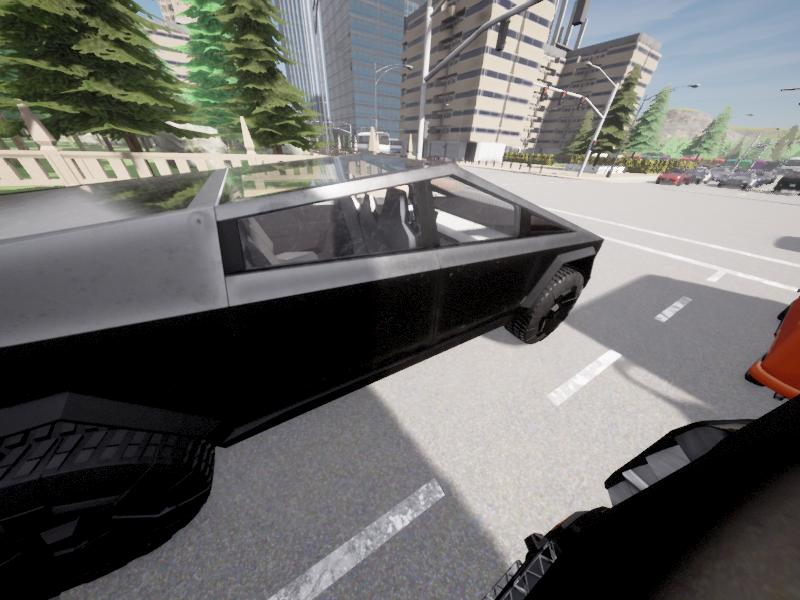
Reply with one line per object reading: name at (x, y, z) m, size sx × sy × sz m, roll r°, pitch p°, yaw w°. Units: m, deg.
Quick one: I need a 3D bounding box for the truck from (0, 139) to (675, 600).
truck at (-0.487, -0.311, 2.468) m, size 6.274 × 2.098 × 2.390 m, roll -16°, pitch 38°, yaw -26°

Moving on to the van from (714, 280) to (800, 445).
van at (5.895, 0.157, 2.347) m, size 4.442 × 1.987 × 1.775 m, roll -16°, pitch 38°, yaw -26°

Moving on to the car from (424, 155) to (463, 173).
car at (4.911, -15.967, 27.015) m, size 1.812 × 1.442 × 4.674 m, roll -16°, pitch 38°, yaw -26°

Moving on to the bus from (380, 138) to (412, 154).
bus at (-1.491, -53.524, 80.377) m, size 10.273 × 4.253 × 3.944 m, roll -16°, pitch 38°, yaw -26°

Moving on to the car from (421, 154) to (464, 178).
car at (3.991, -13.006, 22.345) m, size 1.851 × 1.617 × 3.988 m, roll -14°, pitch 37°, yaw -24°

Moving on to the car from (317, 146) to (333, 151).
car at (-23.578, -47.755, 72.768) m, size 4.718 × 1.301 × 1.895 m, roll 15°, pitch 35°, yaw 19°

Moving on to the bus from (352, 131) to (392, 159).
bus at (-5.882, -31.685, 47.306) m, size 3.944 × 4.253 × 10.273 m, roll -16°, pitch 38°, yaw -26°

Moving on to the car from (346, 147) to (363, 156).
car at (-10.946, -35.667, 55.392) m, size 2.128 × 1.511 × 4.902 m, roll -16°, pitch 38°, yaw -26°

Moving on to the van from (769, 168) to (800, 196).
van at (37.309, -11.084, 21.618) m, size 4.442 × 1.987 × 1.775 m, roll -16°, pitch 38°, yaw -25°

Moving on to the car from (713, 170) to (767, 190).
car at (35.670, -12.632, 24.236) m, size 4.974 × 1.542 × 2.038 m, roll -16°, pitch 38°, yaw -26°

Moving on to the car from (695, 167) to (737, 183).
car at (42.157, -16.760, 30.845) m, size 4.856 × 1.649 × 2.033 m, roll -16°, pitch 38°, yaw -26°

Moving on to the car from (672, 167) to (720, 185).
car at (34.843, -14.634, 27.184) m, size 4.974 × 1.542 × 2.038 m, roll -16°, pitch 38°, yaw -26°

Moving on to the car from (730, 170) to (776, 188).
car at (41.713, -14.354, 27.284) m, size 4.514 × 1.525 × 2.007 m, roll -16°, pitch 38°, yaw -26°

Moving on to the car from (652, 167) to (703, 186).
car at (29.416, -13.124, 24.508) m, size 4.514 × 1.525 × 2.007 m, roll -15°, pitch 37°, yaw -25°

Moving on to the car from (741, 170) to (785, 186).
car at (47.223, -15.922, 30.067) m, size 4.902 × 1.511 × 2.128 m, roll -16°, pitch 38°, yaw -26°
